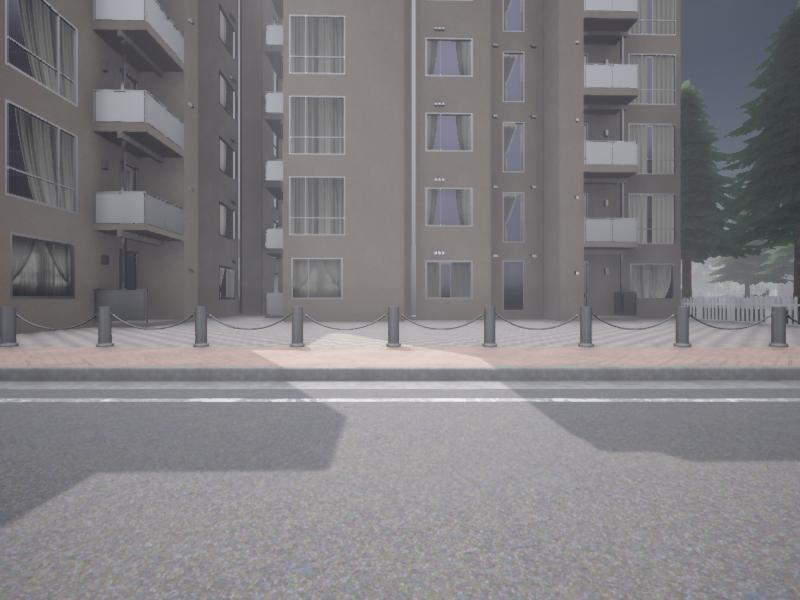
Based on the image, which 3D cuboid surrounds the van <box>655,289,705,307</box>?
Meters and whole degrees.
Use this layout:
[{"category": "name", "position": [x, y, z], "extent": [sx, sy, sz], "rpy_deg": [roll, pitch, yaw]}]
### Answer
[{"category": "van", "position": [40.085, -0.279, 57.327], "extent": [5.915, 2.561, 1.988], "rpy_deg": [0, 0, -1]}]
